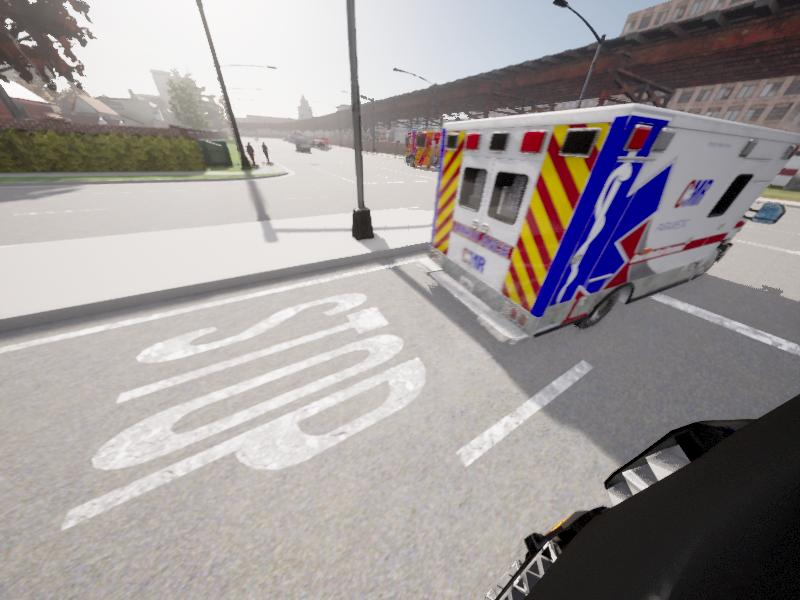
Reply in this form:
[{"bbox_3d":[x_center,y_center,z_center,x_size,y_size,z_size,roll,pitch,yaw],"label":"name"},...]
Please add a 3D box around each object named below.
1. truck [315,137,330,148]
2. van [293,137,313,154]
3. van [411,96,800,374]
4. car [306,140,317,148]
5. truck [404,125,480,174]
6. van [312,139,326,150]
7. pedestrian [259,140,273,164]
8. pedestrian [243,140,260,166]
[{"bbox_3d":[-23.038,-46.539,68.252,2.627,2.467,5.204,-16,39,-26],"label":"truck"},{"bbox_3d":[-19.396,-30.927,46.105,1.988,2.561,5.915,-16,39,-26],"label":"van"},{"bbox_3d":[3.639,-1.399,4.007,6.366,2.431,2.351,-12,36,-21],"label":"van"},{"bbox_3d":[-25.363,-44.547,65.994,1.789,1.549,3.705,-16,39,-26],"label":"car"},{"bbox_3d":[3.905,-16.120,24.746,2.891,3.827,8.468,-16,38,-26],"label":"truck"},{"bbox_3d":[-20.837,-40.125,59.630,2.069,2.038,4.480,-16,39,-26],"label":"van"},{"bbox_3d":[-13.061,-14.431,22.557,0.751,1.860,0.751,-12,36,-20],"label":"pedestrian"},{"bbox_3d":[-12.630,-12.495,19.694,0.751,1.860,0.751,-17,38,-26],"label":"pedestrian"}]
